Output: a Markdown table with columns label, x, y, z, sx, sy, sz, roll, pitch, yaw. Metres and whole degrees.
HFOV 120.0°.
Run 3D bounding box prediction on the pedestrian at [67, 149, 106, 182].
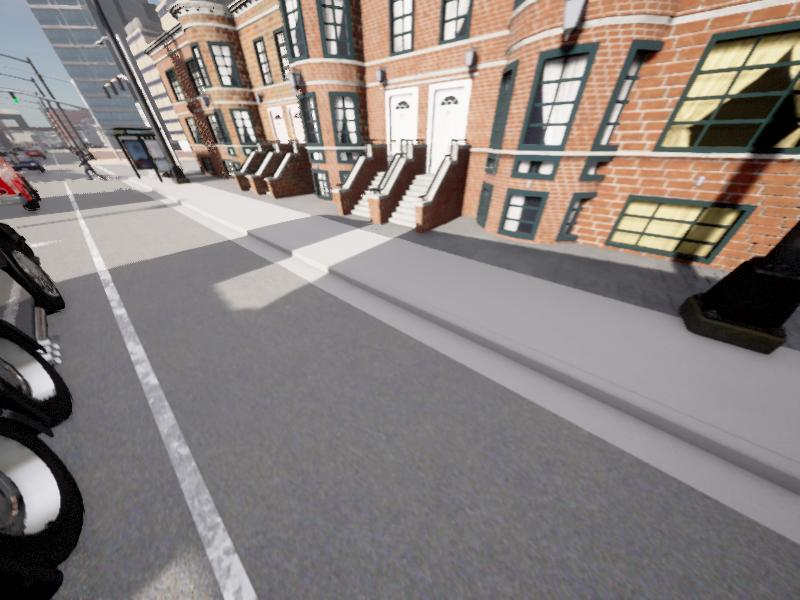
| label | x | y | z | sx | sy | sz | roll | pitch | yaw |
| --- | --- | --- | --- | --- | --- | --- | --- | --- | --- |
| pedestrian | -21.240 | -9.105 | 15.679 | 0.751 | 1.860 | 0.751 | 24 | 41 | 31 |

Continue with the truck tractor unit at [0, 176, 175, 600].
| label | x | y | z | sx | sy | sz | roll | pitch | yaw |
| --- | --- | --- | --- | --- | --- | --- | --- | --- | --- |
| truck tractor unit | -4.952 | -0.432 | 0.982 | 6.516 | 4.208 | 3.053 | 24 | 41 | 31 |

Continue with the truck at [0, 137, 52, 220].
| label | x | y | z | sx | sy | sz | roll | pitch | yaw |
| --- | --- | --- | --- | --- | --- | --- | --- | --- | --- |
| truck | -16.569 | -4.714 | 8.793 | 5.204 | 2.467 | 2.627 | 27 | 43 | 33 |

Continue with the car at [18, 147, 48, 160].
| label | x | y | z | sx | sy | sz | roll | pitch | yaw |
| --- | --- | --- | --- | --- | --- | --- | --- | --- | --- |
| car | -59.544 | -23.839 | 37.548 | 4.514 | 1.525 | 2.007 | 24 | 41 | 31 |

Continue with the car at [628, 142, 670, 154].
| label | x | y | z | sx | sy | sz | roll | pitch | yaw |
| --- | --- | --- | --- | --- | --- | --- | --- | --- | --- |
| car | 54.076 | -33.094 | 50.236 | 2.150 | 2.045 | 5.566 | -24 | 41 | -31 |

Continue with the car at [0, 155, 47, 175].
| label | x | y | z | sx | sy | sz | roll | pitch | yaw |
| --- | --- | --- | --- | --- | --- | --- | --- | --- | --- |
| car | -33.887 | -12.223 | 20.789 | 4.718 | 1.301 | 1.895 | 24 | 41 | 31 |
